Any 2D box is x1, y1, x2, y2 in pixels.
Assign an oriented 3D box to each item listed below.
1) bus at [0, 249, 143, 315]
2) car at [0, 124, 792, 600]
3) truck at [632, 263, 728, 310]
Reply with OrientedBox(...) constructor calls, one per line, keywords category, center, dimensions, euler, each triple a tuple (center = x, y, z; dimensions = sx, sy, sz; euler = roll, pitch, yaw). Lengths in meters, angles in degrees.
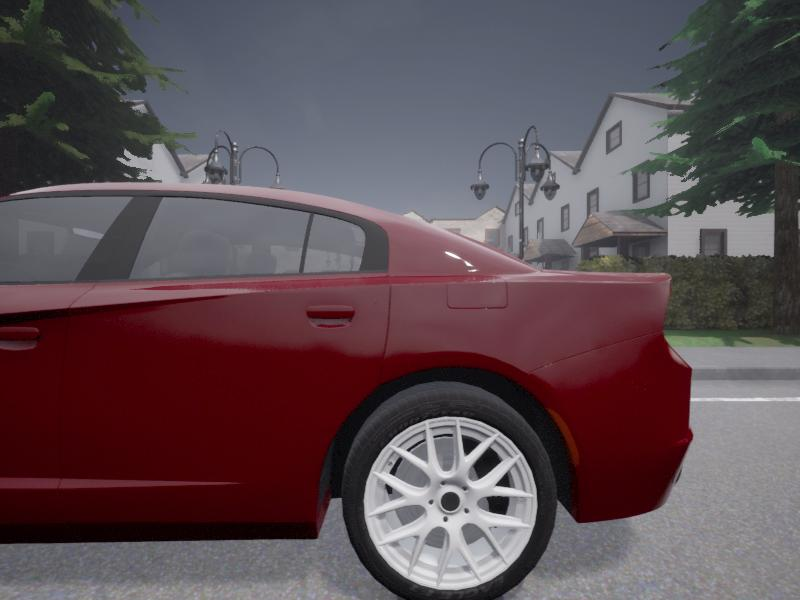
OrientedBox(category="bus", center=(-25.161, -1.151, 30.950), dimensions=(3.944, 4.253, 10.273), euler=(0, 0, 0))
OrientedBox(category="car", center=(-1.278, 0.223, 2.175), dimensions=(5.008, 1.535, 1.882), euler=(0, 0, -1))
OrientedBox(category="truck", center=(25.489, -1.110, 37.156), dimensions=(2.891, 3.827, 8.468), euler=(0, 0, -1))
